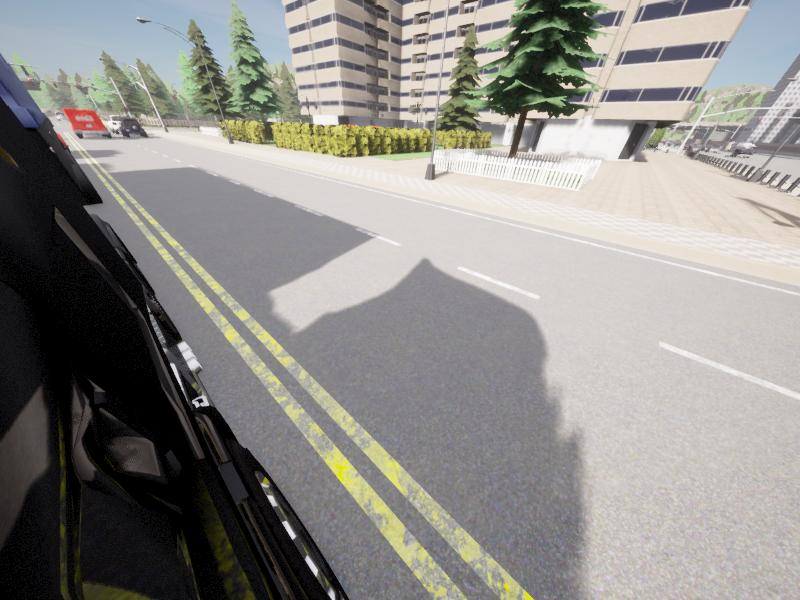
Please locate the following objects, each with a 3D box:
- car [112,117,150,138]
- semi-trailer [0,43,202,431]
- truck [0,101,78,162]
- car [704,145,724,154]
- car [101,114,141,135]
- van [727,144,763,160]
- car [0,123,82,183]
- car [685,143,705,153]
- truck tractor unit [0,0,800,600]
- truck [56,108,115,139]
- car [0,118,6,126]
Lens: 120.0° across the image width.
[{"bbox_3d":[-31.984,-20.515,27.477,3.866,1.878,1.905,28,44,30],"label":"car"},{"bbox_3d":[-8.695,-3.608,4.230,14.254,4.402,2.717,28,44,30],"label":"semi-trailer"},{"bbox_3d":[-21.381,-9.596,13.064,5.204,2.467,2.627,28,44,30],"label":"truck"},{"bbox_3d":[76.889,-37.012,56.644,1.851,1.617,3.988,28,44,30],"label":"car"},{"bbox_3d":[-37.394,-23.469,30.958,5.566,2.045,2.150,28,44,30],"label":"car"},{"bbox_3d":[61.078,-26.357,40.992,2.069,2.038,4.480,28,44,30],"label":"van"},{"bbox_3d":[-15.846,-6.292,9.674,4.611,1.667,2.242,28,43,30],"label":"car"},{"bbox_3d":[73.092,-37.716,57.249,2.033,1.649,4.856,28,44,30],"label":"car"},{"bbox_3d":[-2.645,-0.295,0.351,6.516,4.208,3.053,28,44,30],"label":"truck tractor unit"},{"bbox_3d":[-33.514,-18.827,24.651,5.204,2.467,2.627,28,44,29],"label":"truck"},{"bbox_3d":[-64.114,-27.156,34.686,2.163,1.488,4.792,28,44,30],"label":"car"}]
